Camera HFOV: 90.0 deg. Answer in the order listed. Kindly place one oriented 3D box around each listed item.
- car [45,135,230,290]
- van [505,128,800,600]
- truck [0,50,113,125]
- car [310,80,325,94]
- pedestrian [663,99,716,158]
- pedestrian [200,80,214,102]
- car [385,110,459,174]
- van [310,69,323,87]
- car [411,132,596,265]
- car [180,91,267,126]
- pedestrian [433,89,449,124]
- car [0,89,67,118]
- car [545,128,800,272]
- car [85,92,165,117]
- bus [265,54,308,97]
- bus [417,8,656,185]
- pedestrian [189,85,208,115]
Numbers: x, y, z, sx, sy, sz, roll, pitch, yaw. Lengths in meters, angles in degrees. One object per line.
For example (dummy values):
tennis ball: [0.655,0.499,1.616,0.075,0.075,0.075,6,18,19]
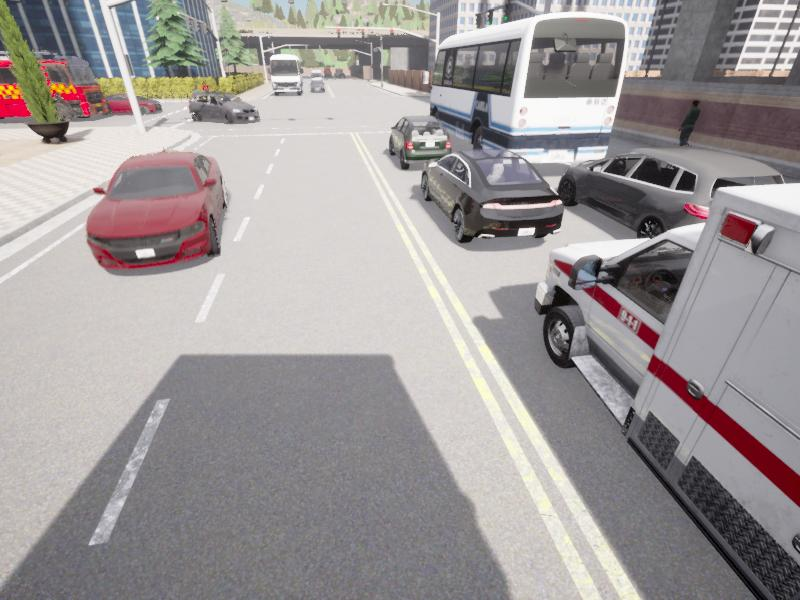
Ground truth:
car: [-4.762,-2.162,8.194,1.882,1.535,5.008,-9,32,-15]
van: [3.130,0.797,2.247,2.351,2.431,6.366,-5,31,-9]
truck: [-23.595,-13.055,24.578,8.468,3.827,2.891,-5,31,-9]
car: [-10.839,-27.997,52.527,1.812,1.442,4.674,-5,31,-9]
pedestrian: [10.411,-6.201,14.442,0.751,1.860,0.751,-6,31,-10]
pedestrian: [-18.930,-20.510,39.245,0.751,1.860,0.751,-9,32,-16]
car: [0.646,-5.790,14.391,1.789,1.549,3.705,-5,31,-9]
van: [-14.757,-39.293,70.782,1.988,2.561,5.915,-5,31,-9]
car: [1.782,-2.581,8.939,2.128,1.511,4.902,-5,31,-9]
car: [-10.882,-11.919,24.772,4.611,1.667,2.242,16,33,25]
pedestrian: [2.440,-11.613,24.011,0.751,1.860,0.751,-4,31,-6]
car: [-26.829,-13.605,27.686,5.238,1.638,1.930,-5,31,-9]
car: [5.416,-2.437,8.534,2.242,1.667,4.611,-5,31,-9]
car: [-19.758,-14.216,29.002,4.181,1.385,1.994,-6,31,-11]
bus: [-13.842,-27.990,49.732,3.944,4.253,10.273,-5,31,-9]
bus: [3.728,-7.941,15.399,3.944,4.253,10.273,-5,31,-9]
pedestrian: [-14.427,-14.330,28.663,0.751,1.860,0.751,-15,33,-24]
